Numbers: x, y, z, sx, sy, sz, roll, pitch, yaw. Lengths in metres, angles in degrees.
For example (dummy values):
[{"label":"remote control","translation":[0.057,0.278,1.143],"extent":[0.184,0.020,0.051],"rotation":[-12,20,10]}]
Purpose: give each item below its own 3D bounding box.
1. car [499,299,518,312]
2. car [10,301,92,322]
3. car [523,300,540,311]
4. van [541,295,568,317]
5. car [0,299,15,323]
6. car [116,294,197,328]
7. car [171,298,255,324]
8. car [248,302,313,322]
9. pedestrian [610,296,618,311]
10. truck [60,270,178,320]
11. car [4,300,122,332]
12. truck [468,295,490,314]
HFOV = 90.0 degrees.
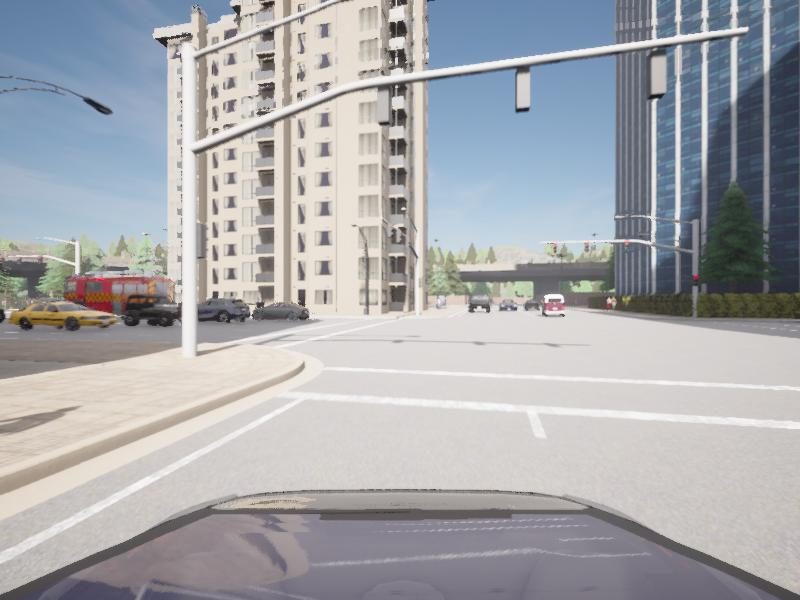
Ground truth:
[{"label":"car","translation":[14.303,0.697,52.809],"extent":[2.242,1.667,4.611],"rotation":[0,0,13]},{"label":"car","translation":[-25.970,0.797,29.834],"extent":[4.902,1.511,2.128],"rotation":[0,0,12]},{"label":"car","translation":[19.119,0.780,58.245],"extent":[1.837,1.490,4.892],"rotation":[0,1,13]},{"label":"van","translation":[14.780,0.530,38.568],"extent":[2.069,2.038,4.480],"rotation":[-1,0,17]},{"label":"car","translation":[-29.031,0.735,26.913],"extent":[5.238,1.638,1.930],"rotation":[0,0,12]},{"label":"car","translation":[-14.407,0.615,23.763],"extent":[3.866,1.878,1.905],"rotation":[0,0,12]},{"label":"car","translation":[-12.513,0.741,26.937],"extent":[4.856,1.649,2.033],"rotation":[-1,0,12]},{"label":"car","translation":[-8.841,0.871,29.728],"extent":[4.181,1.385,1.994],"rotation":[0,0,12]},{"label":"pedestrian","translation":[26.369,0.430,49.356],"extent":[0.751,1.860,0.751],"rotation":[0,0,16]},{"label":"truck","translation":[-22.948,-0.363,32.767],"extent":[8.468,3.827,2.891],"rotation":[0,0,12]},{"label":"car","translation":[-17.551,0.773,20.861],"extent":[5.366,1.575,1.801],"rotation":[0,0,12]},{"label":"truck","translation":[9.442,0.488,47.171],"extent":[2.390,2.098,6.274],"rotation":[0,0,13]}]
